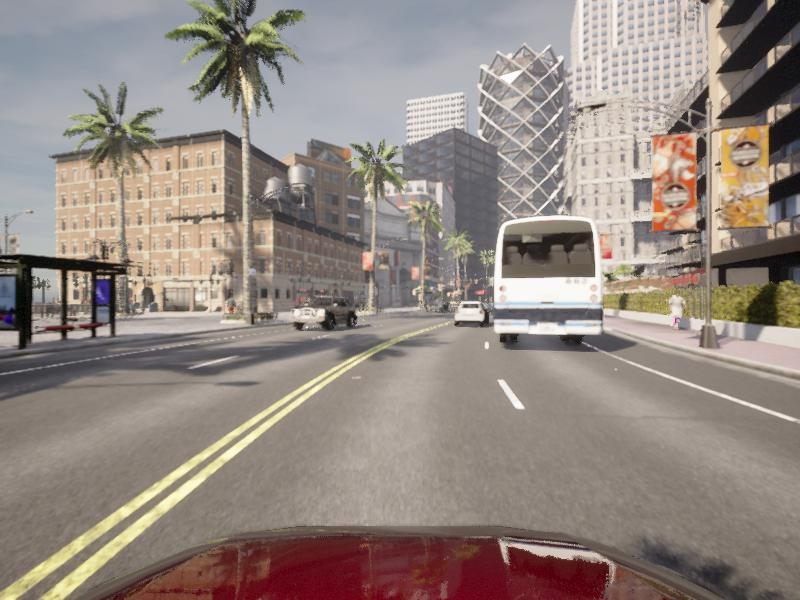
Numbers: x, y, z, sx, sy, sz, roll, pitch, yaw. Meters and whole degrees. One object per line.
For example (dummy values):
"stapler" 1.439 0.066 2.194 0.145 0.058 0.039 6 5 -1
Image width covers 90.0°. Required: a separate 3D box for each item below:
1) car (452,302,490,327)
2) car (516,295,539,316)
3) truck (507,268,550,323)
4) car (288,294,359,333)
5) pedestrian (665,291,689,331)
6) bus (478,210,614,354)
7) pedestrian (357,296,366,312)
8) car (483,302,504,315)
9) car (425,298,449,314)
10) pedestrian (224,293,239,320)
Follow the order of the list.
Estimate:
"car" 4.665 0.854 25.785 1.970 1.475 3.806 0 0 17
"car" 13.340 0.573 41.900 2.150 2.045 5.566 0 0 18
"truck" 10.423 -0.317 32.608 2.891 3.827 8.468 0 0 17
"car" -3.941 0.653 21.600 1.932 1.855 4.605 0 -1 15
"pedestrian" 13.159 0.490 19.037 0.751 1.860 0.751 0 0 17
"bus" 5.651 -0.532 17.274 3.944 4.253 10.273 0 0 14
"pedestrian" -4.572 0.483 47.090 0.751 1.860 0.751 0 0 27
"car" 10.268 0.910 43.787 1.994 1.385 4.181 0 0 18
"car" 4.607 0.694 49.120 2.097 1.767 4.553 0 0 18
"pedestrian" -11.776 0.480 27.919 0.751 1.860 0.751 0 0 -2
